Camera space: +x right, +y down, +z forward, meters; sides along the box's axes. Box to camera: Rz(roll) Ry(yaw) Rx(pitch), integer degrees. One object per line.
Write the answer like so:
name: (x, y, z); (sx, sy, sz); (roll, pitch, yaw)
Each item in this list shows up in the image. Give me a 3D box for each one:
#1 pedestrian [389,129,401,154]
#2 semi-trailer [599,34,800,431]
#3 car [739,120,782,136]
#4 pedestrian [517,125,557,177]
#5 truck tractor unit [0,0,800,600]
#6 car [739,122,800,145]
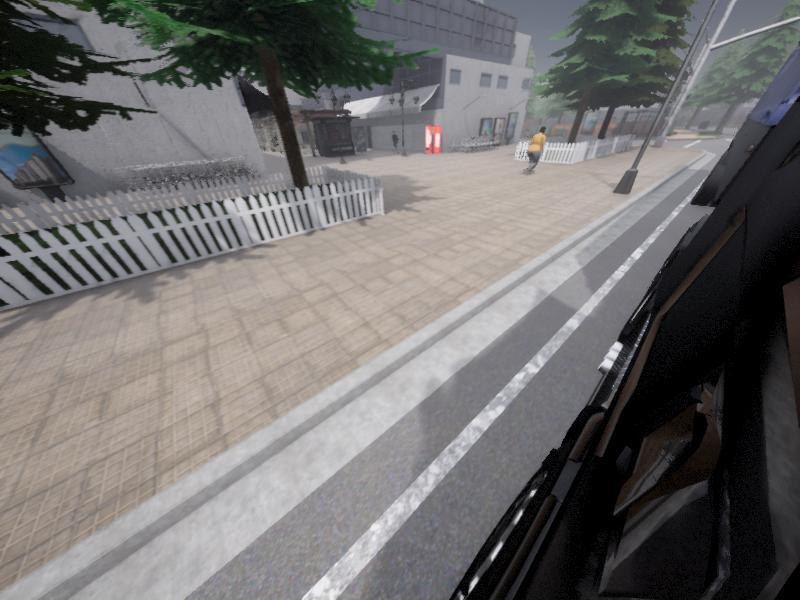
pedestrian: (-0.475, -14.613, 21.316); (0.751, 1.860, 0.751); (-28, 43, -30)
semi-trailer: (8.655, -3.622, 4.287); (14.254, 4.402, 2.717); (-29, 44, -30)
car: (42.494, -20.413, 27.356); (1.994, 1.385, 4.181); (30, 47, 35)
pedestrian: (6.046, -6.616, 10.287); (0.751, 1.860, 0.751); (-19, 40, -21)
truck tractor unit: (2.645, -0.295, 0.351); (6.516, 4.208, 3.053); (-28, 44, -30)
car: (31.955, -13.709, 18.998); (4.181, 1.385, 1.994); (4, 37, 9)
